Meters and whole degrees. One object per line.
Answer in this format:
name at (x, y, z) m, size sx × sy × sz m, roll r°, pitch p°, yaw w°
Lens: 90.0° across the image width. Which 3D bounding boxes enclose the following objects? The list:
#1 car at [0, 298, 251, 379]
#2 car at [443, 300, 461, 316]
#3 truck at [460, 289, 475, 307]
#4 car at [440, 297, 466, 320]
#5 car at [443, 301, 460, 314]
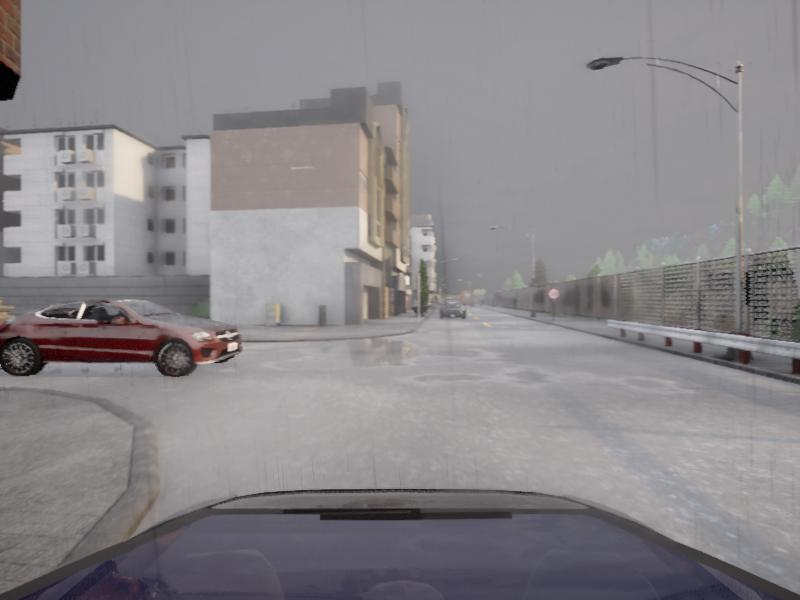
car at (-6.375, 0.792, 9.293) m, size 5.027 × 1.651 × 2.152 m, roll 0°, pitch 0°, yaw 2°
car at (5.325, 0.783, 41.209) m, size 1.801 × 1.575 × 5.366 m, roll 0°, pitch 0°, yaw 7°
truck at (15.179, -0.371, 90.850) m, size 2.891 × 3.827 × 8.468 m, roll 0°, pitch 0°, yaw 7°
car at (4.496, 0.679, 34.141) m, size 2.097 × 1.767 × 4.553 m, roll 0°, pitch 0°, yaw 7°
car at (6.133, 0.832, 48.069) m, size 1.970 × 1.475 × 3.806 m, roll 0°, pitch 0°, yaw 7°
